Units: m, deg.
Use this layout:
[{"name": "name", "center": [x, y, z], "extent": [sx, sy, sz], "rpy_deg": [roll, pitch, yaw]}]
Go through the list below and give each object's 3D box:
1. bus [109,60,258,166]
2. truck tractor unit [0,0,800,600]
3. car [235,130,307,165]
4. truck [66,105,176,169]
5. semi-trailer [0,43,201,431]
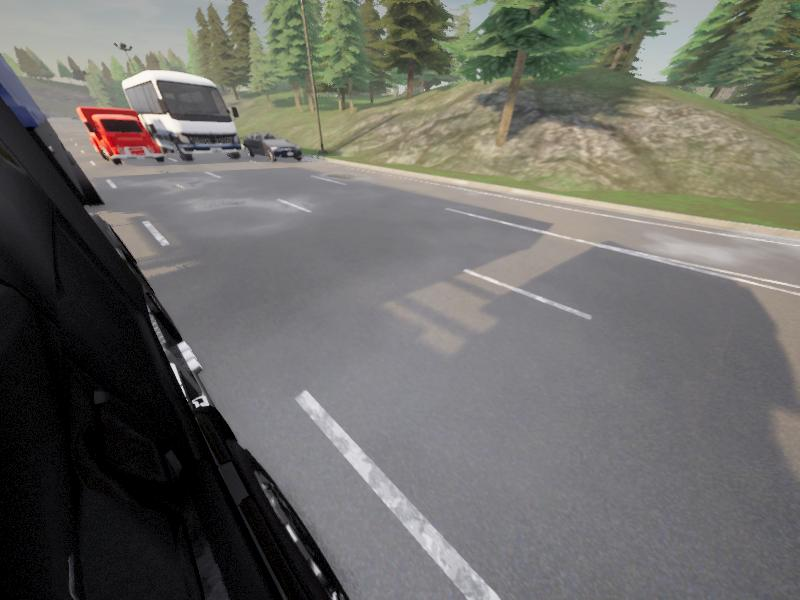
[{"name": "bus", "center": [-14.784, -12.330, 15.737], "extent": [10.273, 4.253, 3.944], "rpy_deg": [28, 44, 30]}, {"name": "truck tractor unit", "center": [-2.645, -0.295, 0.351], "extent": [6.516, 4.208, 3.053], "rpy_deg": [28, 44, 30]}, {"name": "car", "center": [-9.164, -10.903, 16.360], "extent": [5.027, 1.651, 2.152], "rpy_deg": [28, 44, 30]}, {"name": "truck", "center": [-15.742, -9.280, 13.083], "extent": [5.204, 2.467, 2.627], "rpy_deg": [28, 44, 30]}, {"name": "semi-trailer", "center": [-8.699, -3.590, 4.248], "extent": [14.254, 4.402, 2.717], "rpy_deg": [28, 44, 30]}]
